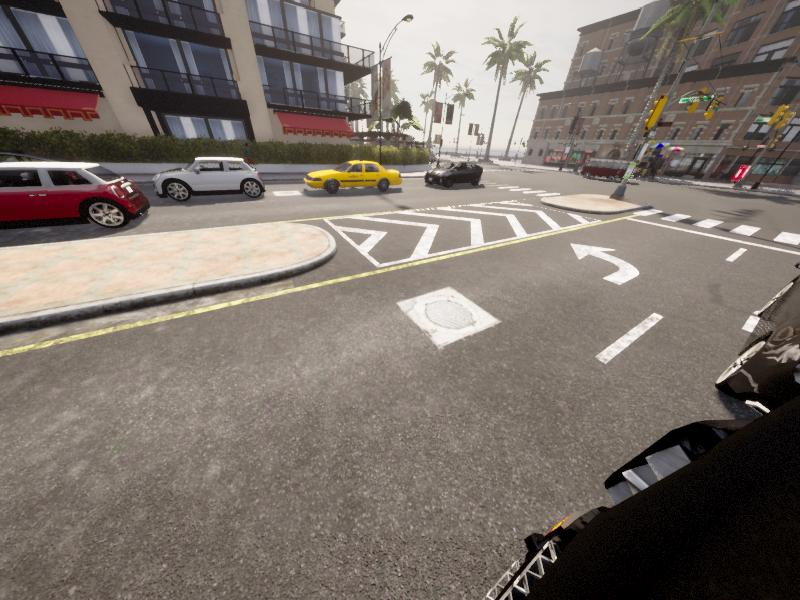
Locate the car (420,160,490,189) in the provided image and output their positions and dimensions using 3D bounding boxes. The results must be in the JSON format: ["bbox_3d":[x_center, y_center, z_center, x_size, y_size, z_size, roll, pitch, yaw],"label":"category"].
[{"bbox_3d":[3.880,-8.901,16.271,4.514,1.525,2.007,-20,40,-30],"label":"car"}]

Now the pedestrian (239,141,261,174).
[{"bbox_3d":[-10.127,-9.590,15.605,0.751,1.860,0.751,-16,38,-27],"label":"pedestrian"}]

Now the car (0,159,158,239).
[{"bbox_3d":[-9.273,-2.632,5.860,3.806,1.475,1.970,-16,38,-26],"label":"car"}]

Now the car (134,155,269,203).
[{"bbox_3d":[-8.046,-5.240,9.882,3.806,1.475,1.970,-16,38,-26],"label":"car"}]

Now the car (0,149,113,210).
[{"bbox_3d":[-12.715,-3.908,7.446,3.705,1.549,1.789,-16,38,-26],"label":"car"}]

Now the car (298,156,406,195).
[{"bbox_3d":[-2.470,-6.913,12.738,5.366,1.575,1.801,-16,38,-26],"label":"car"}]

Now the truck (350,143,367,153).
[{"bbox_3d":[-13.670,-49.892,75.792,5.204,2.467,2.627,27,40,31],"label":"truck"}]

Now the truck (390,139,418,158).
[{"bbox_3d":[0.904,-40.162,61.034,2.891,3.827,8.468,-19,39,-29],"label":"truck"}]

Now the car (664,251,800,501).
[{"bbox_3d":[5.407,0.457,2.309,4.902,1.511,2.128,-16,38,-26],"label":"car"}]

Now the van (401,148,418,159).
[{"bbox_3d":[2.218,-34.212,53.845,1.775,1.987,4.442,-16,38,-26],"label":"van"}]

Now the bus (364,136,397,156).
[{"bbox_3d":[-5.506,-42.325,63.409,3.944,4.253,10.273,-22,41,-32],"label":"bus"}]

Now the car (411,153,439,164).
[{"bbox_3d":[4.170,-24.307,39.614,2.033,1.411,5.357,-16,38,-26],"label":"car"}]

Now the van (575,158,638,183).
[{"bbox_3d":[22.407,-14.239,25.324,1.775,1.987,4.442,-16,38,-26],"label":"van"}]
